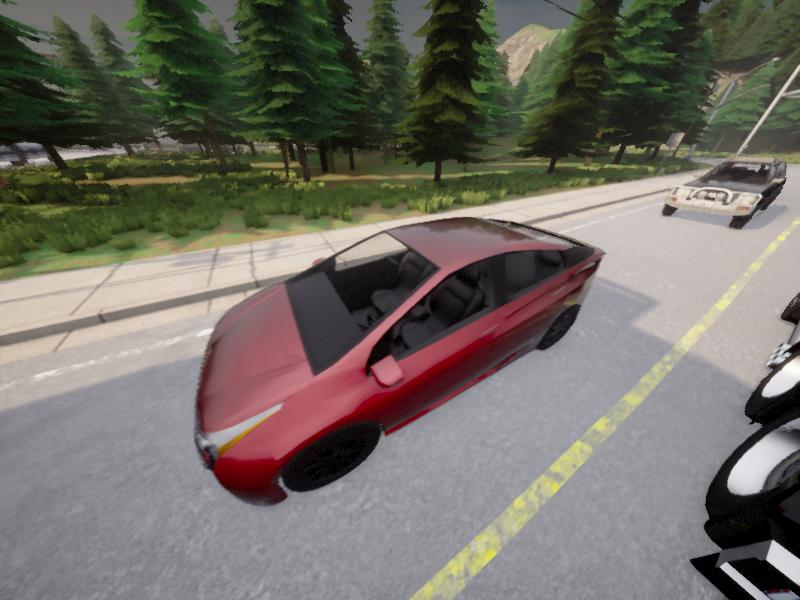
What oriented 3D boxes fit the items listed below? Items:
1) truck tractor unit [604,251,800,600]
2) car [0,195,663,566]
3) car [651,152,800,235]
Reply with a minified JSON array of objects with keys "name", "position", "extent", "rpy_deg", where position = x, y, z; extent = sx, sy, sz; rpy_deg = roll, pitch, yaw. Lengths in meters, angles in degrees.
[{"name":"truck tractor unit","position":[5.088,-0.322,0.815],"extent":[6.516,4.208,3.053],"rpy_deg":[-19,39,-25]},{"name":"car","position":[0.331,-0.018,2.695],"extent":[4.514,1.525,2.007],"rpy_deg":[-18,39,-24]},{"name":"car","position":[11.495,-3.881,8.026],"extent":[4.605,1.855,1.932],"rpy_deg":[-20,39,-24]}]
